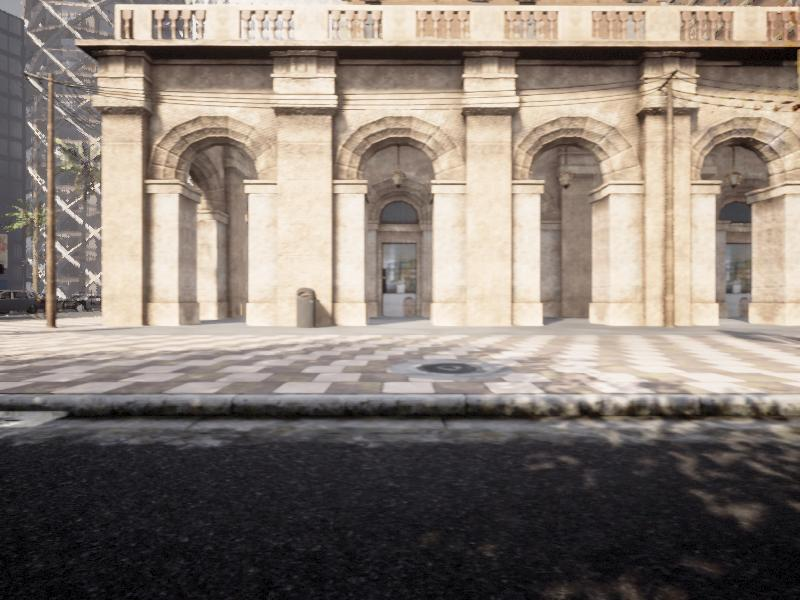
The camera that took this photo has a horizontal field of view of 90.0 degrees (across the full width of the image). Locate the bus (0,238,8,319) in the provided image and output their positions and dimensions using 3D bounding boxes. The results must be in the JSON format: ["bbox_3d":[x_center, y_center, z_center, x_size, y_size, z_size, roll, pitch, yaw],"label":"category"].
[{"bbox_3d":[-22.939,-1.140,16.269,3.944,4.253,10.273,0,0,0],"label":"bus"}]

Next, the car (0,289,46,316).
[{"bbox_3d":[-26.368,0.150,26.215,2.242,1.667,4.611,0,0,0],"label":"car"}]

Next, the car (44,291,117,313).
[{"bbox_3d":[-26.355,0.165,33.321,1.930,1.638,5.238,0,0,0],"label":"car"}]

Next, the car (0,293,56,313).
[{"bbox_3d":[-29.861,0.220,31.819,1.845,1.501,3.633,0,0,0],"label":"car"}]

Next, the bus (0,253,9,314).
[{"bbox_3d":[-29.730,-1.141,23.247,3.944,4.253,10.273,0,0,0],"label":"bus"}]
